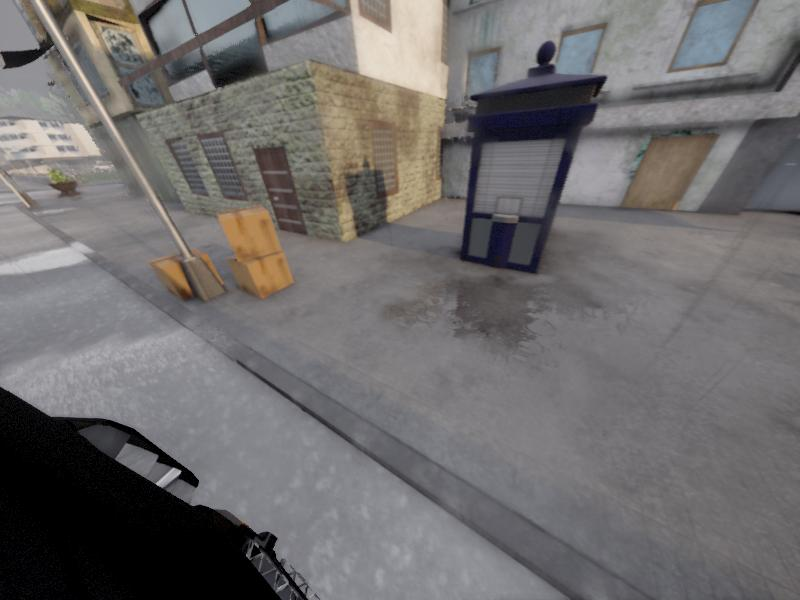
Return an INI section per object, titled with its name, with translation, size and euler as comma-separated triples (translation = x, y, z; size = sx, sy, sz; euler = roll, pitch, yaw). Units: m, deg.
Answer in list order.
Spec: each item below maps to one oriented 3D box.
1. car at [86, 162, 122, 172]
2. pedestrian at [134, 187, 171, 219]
[car]
translation = -81.257, -36.707, 63.571
size = 2.150, 2.045, 5.566
euler = 17, 38, 27
[pedestrian]
translation = -10.073, -3.945, 9.430
size = 0.500, 1.100, 0.500
euler = 19, 39, 29
